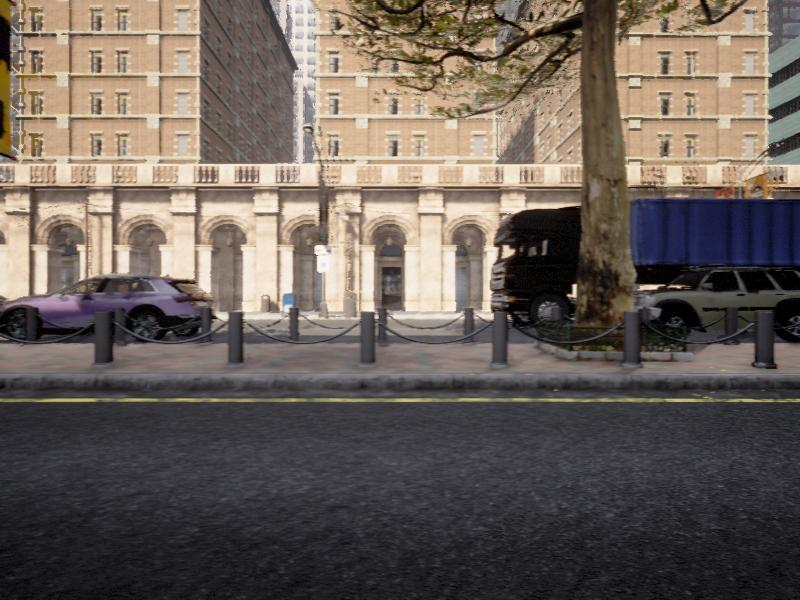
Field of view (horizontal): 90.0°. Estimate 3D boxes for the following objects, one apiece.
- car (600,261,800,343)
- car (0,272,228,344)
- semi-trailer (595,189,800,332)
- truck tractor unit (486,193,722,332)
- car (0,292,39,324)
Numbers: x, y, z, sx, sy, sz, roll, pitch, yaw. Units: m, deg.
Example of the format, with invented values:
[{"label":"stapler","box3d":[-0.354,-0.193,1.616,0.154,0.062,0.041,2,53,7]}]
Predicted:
[{"label":"car","box3d":[7.900,0.050,10.197,4.605,1.855,1.932,-1,0,0]},{"label":"car","box3d":[-7.259,0.178,10.201,4.856,1.649,2.033,0,0,0]},{"label":"semi-trailer","box3d":[14.458,-1.219,13.667,14.254,4.402,2.717,0,0,0]},{"label":"truck tractor unit","box3d":[6.542,-1.125,13.698,6.516,4.208,3.053,0,0,0]},{"label":"car","box3d":[-18.522,0.338,16.950,4.718,1.301,1.895,0,0,0]}]
